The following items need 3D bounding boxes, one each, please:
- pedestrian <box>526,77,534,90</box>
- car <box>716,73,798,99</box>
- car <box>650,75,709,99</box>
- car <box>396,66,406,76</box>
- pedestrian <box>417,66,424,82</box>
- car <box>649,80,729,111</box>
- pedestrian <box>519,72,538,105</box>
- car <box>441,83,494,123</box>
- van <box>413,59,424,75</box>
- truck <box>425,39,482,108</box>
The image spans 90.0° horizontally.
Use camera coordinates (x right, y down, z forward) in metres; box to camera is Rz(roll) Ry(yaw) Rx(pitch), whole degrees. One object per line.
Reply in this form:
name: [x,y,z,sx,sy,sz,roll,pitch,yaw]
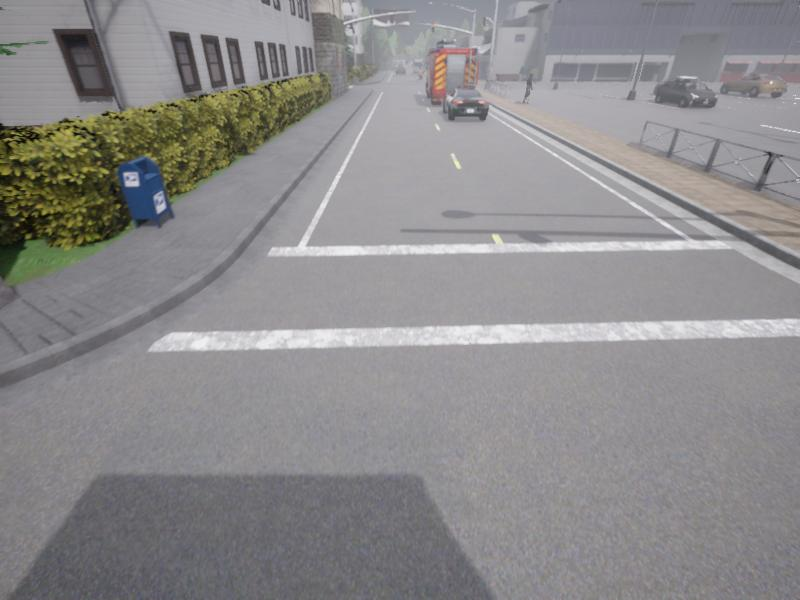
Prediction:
pedestrian: [13.500,-22.502,41.580,0.500,1.100,0.500,0,31,0]
car: [29.055,-17.624,32.840,2.152,1.636,5.027,0,31,0]
car: [22.638,-17.385,32.597,1.970,1.475,3.806,0,31,0]
car: [0.146,-42.911,74.913,1.837,1.490,4.892,0,31,0]
pedestrian: [2.726,-30.194,53.518,0.751,1.860,0.751,7,32,12]
car: [18.984,-13.676,26.597,2.007,1.523,4.514,0,31,0]
pedestrian: [8.444,-13.927,26.340,0.751,1.860,0.751,1,31,2]
car: [3.553,-10.942,22.066,2.038,1.542,4.974,0,31,0]
van: [3.661,-47.182,80.928,1.988,2.561,5.915,0,31,0]
truck: [3.573,-16.540,29.101,2.891,3.827,8.468,0,31,0]
